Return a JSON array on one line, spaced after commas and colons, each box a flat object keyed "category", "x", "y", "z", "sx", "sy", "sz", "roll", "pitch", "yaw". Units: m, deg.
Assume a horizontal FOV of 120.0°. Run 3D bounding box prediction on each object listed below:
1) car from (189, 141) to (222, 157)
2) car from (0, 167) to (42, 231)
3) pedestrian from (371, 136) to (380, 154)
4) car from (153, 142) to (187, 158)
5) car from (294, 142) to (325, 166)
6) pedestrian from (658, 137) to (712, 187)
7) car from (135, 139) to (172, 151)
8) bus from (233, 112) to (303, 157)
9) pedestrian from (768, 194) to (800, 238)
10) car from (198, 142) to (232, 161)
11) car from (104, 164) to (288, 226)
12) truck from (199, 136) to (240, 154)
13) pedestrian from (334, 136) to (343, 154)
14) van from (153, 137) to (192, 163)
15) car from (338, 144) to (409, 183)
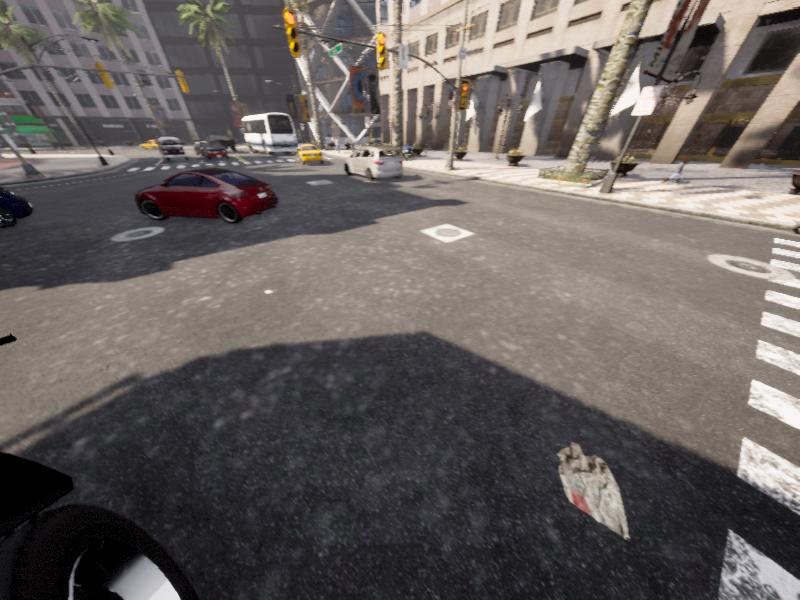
[{"category": "car", "x": -25.119, "y": -19.522, "z": 29.816, "sx": 3.806, "sy": 1.475, "sz": 1.970, "roll": 27, "pitch": 44, "yaw": 32}, {"category": "car", "x": -12.957, "y": -2.454, "z": 6.029, "sx": 1.845, "sy": 1.501, "sz": 3.633, "roll": 25, "pitch": 43, "yaw": 31}, {"category": "pedestrian", "x": -2.975, "y": -18.784, "z": 27.982, "sx": 0.751, "sy": 1.860, "sz": 0.751, "roll": -20, "pitch": 40, "yaw": -25}, {"category": "car", "x": -28.202, "y": -18.457, "z": 28.320, "sx": 3.633, "sy": 1.501, "sz": 1.845, "roll": 26, "pitch": 43, "yaw": 31}, {"category": "car", "x": -8.603, "y": -13.826, "z": 21.701, "sx": 1.801, "sy": 1.575, "sz": 5.366, "roll": -16, "pitch": 39, "yaw": -19}, {"category": "pedestrian", "x": 12.802, "y": -6.200, "z": 10.421, "sx": 0.751, "sy": 1.860, "sz": 0.751, "roll": -28, "pitch": 44, "yaw": -32}, {"category": "car", "x": -43.185, "y": -27.156, "z": 40.450, "sx": 5.366, "sy": 1.575, "sz": 1.801, "roll": 11, "pitch": 37, "yaw": 16}, {"category": "bus", "x": -17.564, "y": -21.849, "z": 30.612, "sx": 3.944, "sy": 4.253, "sz": 10.273, "roll": -30, "pitch": 45, "yaw": -34}, {"category": "pedestrian", "x": 10.490, "y": -2.249, "z": 5.706, "sx": 0.751, "sy": 1.300, "sz": 0.751, "roll": 20, "pitch": 41, "yaw": 26}, {"category": "car", "x": -20.932, "y": -16.852, "z": 26.080, "sx": 2.163, "sy": 1.488, "sz": 4.792, "roll": -26, "pitch": 43, "yaw": -31}, {"category": "car", "x": -6.368, "y": -3.545, "z": 7.623, "sx": 4.181, "sy": 1.385, "sz": 1.994, "roll": 5, "pitch": 36, "yaw": 8}, {"category": "truck", "x": -27.056, "y": -23.342, "z": 34.592, "sx": 6.274, "sy": 2.098, "sz": 2.390, "roll": 24, "pitch": 42, "yaw": 29}, {"category": "pedestrian", "x": -7.676, "y": -19.291, "z": 28.723, "sx": 0.751, "sy": 1.860, "sz": 0.751, "roll": -6, "pitch": 36, "yaw": -8}, {"category": "van", "x": -23.637, "y": -15.729, "z": 24.068, "sx": 2.069, "sy": 2.038, "sz": 4.480, "roll": -25, "pitch": 43, "yaw": -30}, {"category": "car", "x": -1.742, "y": -8.595, "z": 14.323, "sx": 2.242, "sy": 1.667, "sz": 4.611, "roll": -23, "pitch": 42, "yaw": -28}]
